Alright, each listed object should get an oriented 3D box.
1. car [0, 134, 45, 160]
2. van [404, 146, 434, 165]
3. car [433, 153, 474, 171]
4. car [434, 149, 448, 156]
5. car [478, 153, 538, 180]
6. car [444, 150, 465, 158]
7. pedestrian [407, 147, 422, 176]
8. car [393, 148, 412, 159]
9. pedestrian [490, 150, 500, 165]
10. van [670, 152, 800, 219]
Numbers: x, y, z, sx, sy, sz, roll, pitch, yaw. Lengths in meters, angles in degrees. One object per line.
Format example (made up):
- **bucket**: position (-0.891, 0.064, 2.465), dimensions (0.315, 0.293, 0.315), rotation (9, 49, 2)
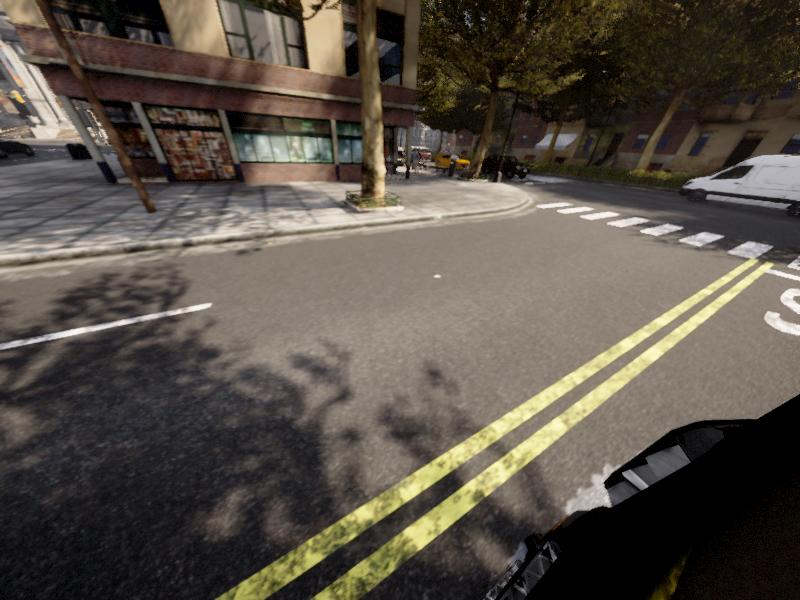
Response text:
- **car**: position (-30.892, -11.740, 17.613), dimensions (2.128, 1.511, 4.902), rotation (-14, 38, -24)
- **van**: position (2.623, -20.699, 33.010), dimensions (2.069, 2.038, 4.480), rotation (-14, 38, -24)
- **car**: position (6.220, -16.476, 27.460), dimensions (1.882, 1.535, 5.008), rotation (-14, 38, -24)
- **car**: position (12.307, -44.384, 69.365), dimensions (3.633, 1.501, 1.845), rotation (-14, 37, -23)
- **car**: position (9.863, -12.573, 21.631), dimensions (1.932, 1.855, 4.605), rotation (-14, 38, -24)
- **car**: position (14.379, -38.358, 60.597), dimensions (5.008, 1.535, 1.882), rotation (-14, 37, -23)
- **pedestrian**: position (1.097, -10.790, 18.013), dimensions (0.751, 1.860, 0.751), rotation (-21, 41, -31)
- **car**: position (0.449, -27.207, 42.901), dimensions (1.851, 1.617, 3.988), rotation (-14, 37, -23)
- **pedestrian**: position (14.576, -21.807, 35.412), dimensions (0.751, 1.860, 0.751), rotation (-18, 39, -28)
- **van**: position (19.634, -6.241, 12.376), dimensions (1.988, 2.561, 5.915), rotation (-14, 38, -24)
